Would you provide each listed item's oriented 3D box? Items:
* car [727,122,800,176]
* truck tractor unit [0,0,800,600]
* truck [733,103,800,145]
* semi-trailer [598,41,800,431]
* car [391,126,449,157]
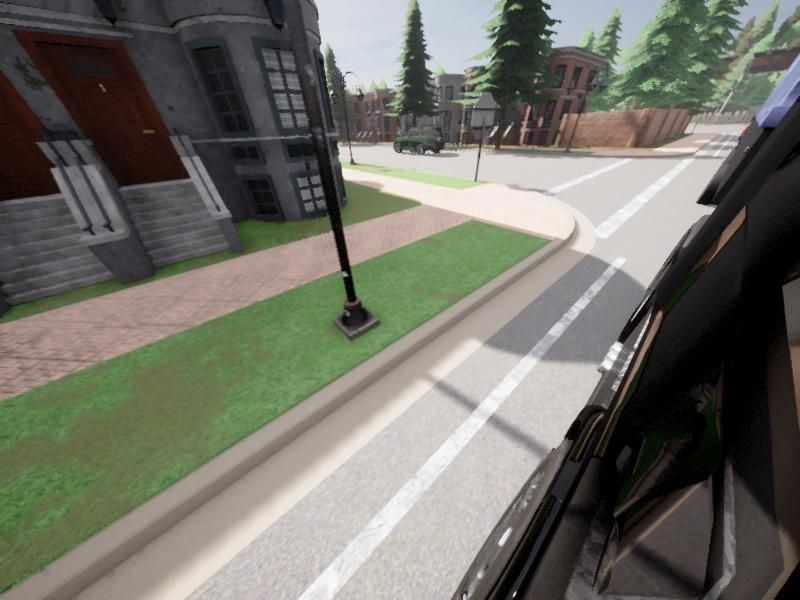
[{"bbox_3d":[17.504,-7.155,10.733,5.238,1.638,1.930,-28,44,-30],"label":"car"},{"bbox_3d":[2.645,-0.295,0.351,6.516,4.208,3.053,-28,44,-30],"label":"truck tractor unit"},{"bbox_3d":[30.253,-14.287,18.775,5.204,2.467,2.627,-28,44,-30],"label":"truck"},{"bbox_3d":[8.698,-3.607,4.226,14.254,4.402,2.717,-28,44,-30],"label":"semi-trailer"},{"bbox_3d":[1.696,-14.887,21.653,2.150,2.045,5.566,-26,43,-28],"label":"car"}]
